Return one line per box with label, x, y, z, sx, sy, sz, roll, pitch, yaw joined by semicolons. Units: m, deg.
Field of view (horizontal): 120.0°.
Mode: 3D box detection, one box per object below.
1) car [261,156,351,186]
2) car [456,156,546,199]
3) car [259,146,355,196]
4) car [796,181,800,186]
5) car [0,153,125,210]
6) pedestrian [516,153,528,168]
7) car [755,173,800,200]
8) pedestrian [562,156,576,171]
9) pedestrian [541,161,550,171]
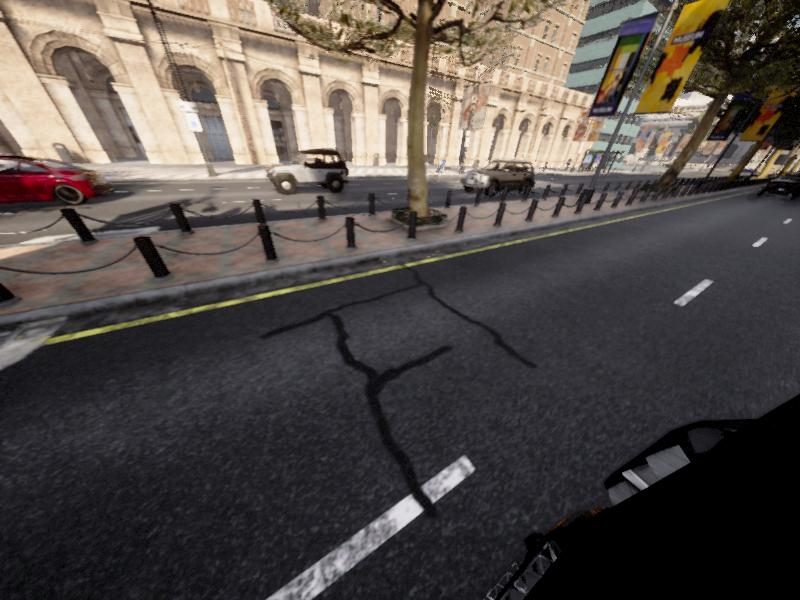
car;-5.637;-7.988;14.262;4.718;1.301;1.895;-16;38;-26
car;5.833;-7.168;13.424;4.605;1.855;1.932;-16;38;-26
car;-4.514;-6.463;11.541;3.866;1.878;1.905;-16;38;-26
car;58.712;-16.946;32.680;3.806;1.475;1.970;-16;38;-26
car;-12.673;-3.916;7.555;4.181;1.385;1.994;-16;38;-26
pedestrian;18.420;-21.097;34.969;0.751;1.860;0.751;-12;37;-21
car;32.160;-9.460;19.151;5.238;1.638;1.930;-16;38;-26
pedestrian;24.284;-19.632;33.239;0.751;1.860;0.751;-14;37;-24
pedestrian;19.649;-18.078;31.232;0.500;1.100;0.500;-8;35;-16
